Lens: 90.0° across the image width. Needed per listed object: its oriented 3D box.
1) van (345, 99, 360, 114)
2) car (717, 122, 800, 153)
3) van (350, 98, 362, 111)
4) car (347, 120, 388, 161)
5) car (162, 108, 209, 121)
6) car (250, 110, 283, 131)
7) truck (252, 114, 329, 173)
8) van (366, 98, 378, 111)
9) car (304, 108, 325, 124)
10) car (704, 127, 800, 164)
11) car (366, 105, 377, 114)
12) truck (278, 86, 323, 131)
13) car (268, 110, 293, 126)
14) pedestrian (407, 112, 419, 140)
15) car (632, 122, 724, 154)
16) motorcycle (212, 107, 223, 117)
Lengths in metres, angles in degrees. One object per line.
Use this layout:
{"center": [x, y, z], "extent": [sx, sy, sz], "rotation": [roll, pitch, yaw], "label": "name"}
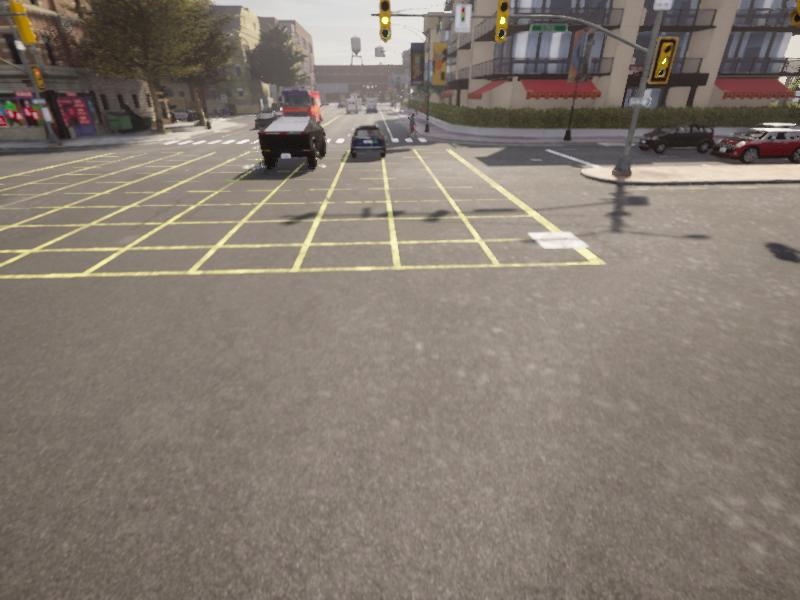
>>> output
{"center": [-8.738, -35.866, 73.984], "extent": [2.351, 2.431, 6.366], "rotation": [-2, 27, -3], "label": "van"}
{"center": [21.233, -9.429, 23.194], "extent": [3.806, 1.475, 1.970], "rotation": [-2, 27, -2], "label": "car"}
{"center": [-9.798, -43.986, 89.827], "extent": [2.351, 2.431, 6.366], "rotation": [-2, 27, -3], "label": "van"}
{"center": [-1.789, -9.140, 22.696], "extent": [2.033, 1.649, 4.856], "rotation": [-2, 27, -3], "label": "car"}
{"center": [-29.273, -25.374, 54.729], "extent": [4.974, 1.542, 2.038], "rotation": [-1, 27, -2], "label": "car"}
{"center": [-13.526, -18.423, 40.898], "extent": [1.930, 1.638, 5.238], "rotation": [-2, 27, -4], "label": "car"}
{"center": [-5.114, -7.951, 19.895], "extent": [2.390, 2.098, 6.274], "rotation": [-2, 27, -3], "label": "truck"}
{"center": [-6.308, -44.130, 90.071], "extent": [2.351, 2.431, 6.366], "rotation": [-2, 27, -3], "label": "van"}
{"center": [-10.638, -23.159, 50.168], "extent": [1.801, 1.575, 5.366], "rotation": [-2, 27, -3], "label": "car"}
{"center": [17.929, -7.735, 19.924], "extent": [3.806, 1.475, 1.970], "rotation": [-2, 27, -3], "label": "car"}
{"center": [-5.192, -35.116, 73.633], "extent": [1.994, 1.385, 4.181], "rotation": [-2, 27, -3], "label": "car"}
{"center": [-10.121, -20.116, 41.773], "extent": [2.891, 3.827, 8.468], "rotation": [-2, 27, -3], "label": "truck"}
{"center": [-13.924, -21.403, 46.928], "extent": [1.812, 1.442, 4.674], "rotation": [-2, 27, -3], "label": "car"}
{"center": [0.985, -13.062, 30.006], "extent": [0.751, 1.860, 0.751], "rotation": [-6, 28, -11], "label": "pedestrian"}
{"center": [15.809, -9.308, 22.928], "extent": [3.705, 1.549, 1.789], "rotation": [-2, 27, -3], "label": "car"}
{"center": [-28.995, -29.901, 63.538], "extent": [0.764, 1.277, 2.356], "rotation": [-26, 36, -24], "label": "motorcycle"}
